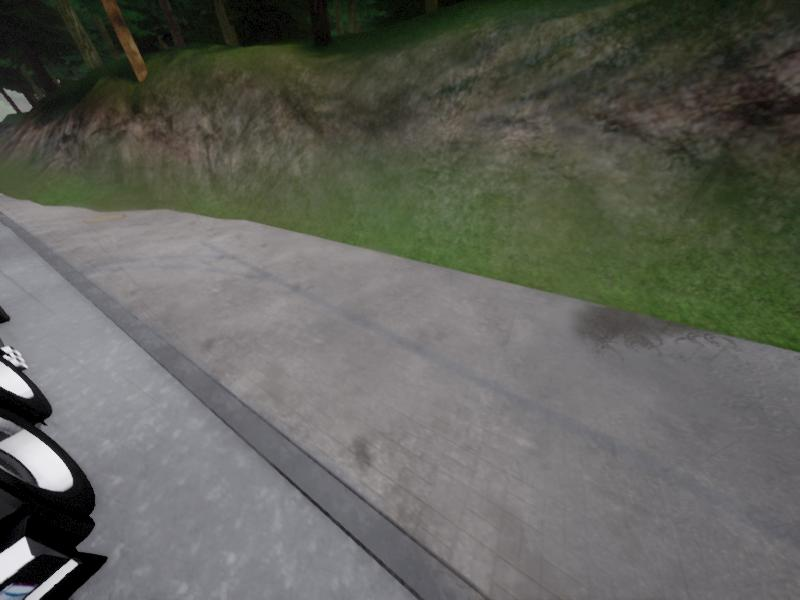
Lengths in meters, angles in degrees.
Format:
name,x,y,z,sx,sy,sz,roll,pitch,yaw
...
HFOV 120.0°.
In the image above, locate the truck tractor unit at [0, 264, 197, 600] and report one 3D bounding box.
name,x,y,z,sx,sy,sz,roll,pitch,yaw
truck tractor unit,-5.119,-0.290,0.790,6.516,4.208,3.053,18,39,24
